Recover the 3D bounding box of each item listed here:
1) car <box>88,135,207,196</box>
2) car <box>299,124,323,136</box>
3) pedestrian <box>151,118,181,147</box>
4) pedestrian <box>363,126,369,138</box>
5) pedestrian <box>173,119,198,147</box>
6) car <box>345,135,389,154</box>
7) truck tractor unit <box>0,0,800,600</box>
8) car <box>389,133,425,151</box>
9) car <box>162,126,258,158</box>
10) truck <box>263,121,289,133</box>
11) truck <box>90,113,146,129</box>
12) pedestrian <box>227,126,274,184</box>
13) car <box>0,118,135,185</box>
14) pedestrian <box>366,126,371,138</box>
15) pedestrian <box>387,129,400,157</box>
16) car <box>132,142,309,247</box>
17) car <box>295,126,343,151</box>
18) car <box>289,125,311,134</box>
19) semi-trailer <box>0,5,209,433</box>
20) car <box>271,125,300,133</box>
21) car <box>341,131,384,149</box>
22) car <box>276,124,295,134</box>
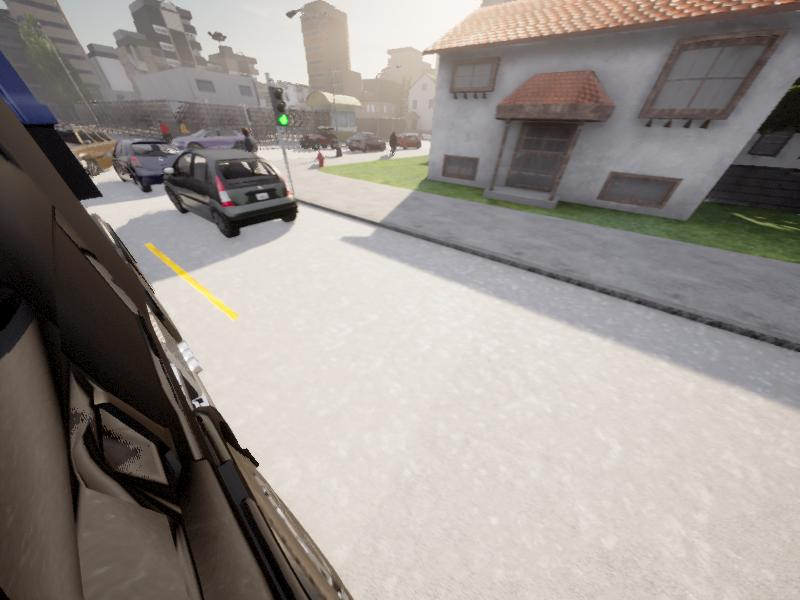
[{"bbox_3d":[-9.445,-5.185,8.694,3.633,1.501,1.845,25,42,27],"label":"car"},{"bbox_3d":[-18.031,-34.735,47.132,1.905,1.878,3.866,25,42,27],"label":"car"},{"bbox_3d":[-18.996,-13.562,18.768,0.751,1.860,0.751,10,37,9],"label":"pedestrian"},{"bbox_3d":[-6.972,-34.613,47.557,0.751,1.860,0.751,-24,44,-31],"label":"pedestrian"},{"bbox_3d":[-17.897,-13.924,19.318,0.751,1.860,0.751,27,43,29],"label":"pedestrian"},{"bbox_3d":[-3.170,-15.683,23.195,1.994,1.385,4.181,24,42,26],"label":"car"},{"bbox_3d":[-2.645,-0.295,0.351,6.516,4.208,3.053,28,44,30],"label":"truck tractor unit"},{"bbox_3d":[0.895,-19.042,27.786,2.007,1.525,4.514,25,42,27],"label":"car"},{"bbox_3d":[-13.627,-11.635,16.951,2.033,1.649,4.856,28,44,29],"label":"car"},{"bbox_3d":[-28.799,-40.263,53.706,2.069,2.038,4.478,25,42,27],"label":"truck"},{"bbox_3d":[-53.832,-34.322,44.328,2.390,2.098,6.274,25,42,27],"label":"truck"},{"bbox_3d":[-5.796,-5.682,9.091,0.751,1.860,0.751,6,37,4],"label":"pedestrian"},{"bbox_3d":[-14.219,-6.568,10.043,1.932,1.855,4.605,-9,39,-25],"label":"car"},{"bbox_3d":[-6.531,-34.948,48.030,0.751,1.860,0.751,31,45,33],"label":"pedestrian"},{"bbox_3d":[-0.561,-12.922,19.054,0.751,1.860,0.751,25,42,27],"label":"pedestrian"},{"bbox_3d":[-4.562,-2.968,5.975,3.988,1.617,1.851,25,42,27],"label":"car"},{"bbox_3d":[-7.967,-16.167,23.114,1.905,1.878,3.866,25,42,27],"label":"car"},{"bbox_3d":[-21.651,-36.949,50.145,1.845,1.501,3.633,25,42,27],"label":"car"},{"bbox_3d":[-9.147,-3.259,3.720,14.254,4.402,2.717,23,42,24],"label":"semi-trailer"},{"bbox_3d":[-25.691,-38.455,52.008,2.033,1.415,5.357,25,42,27],"label":"car"},{"bbox_3d":[-4.292,-18.985,27.407,2.128,1.511,4.902,25,42,27],"label":"car"},{"bbox_3d":[-25.597,-38.352,51.757,3.705,1.547,1.789,25,42,27],"label":"car"}]
